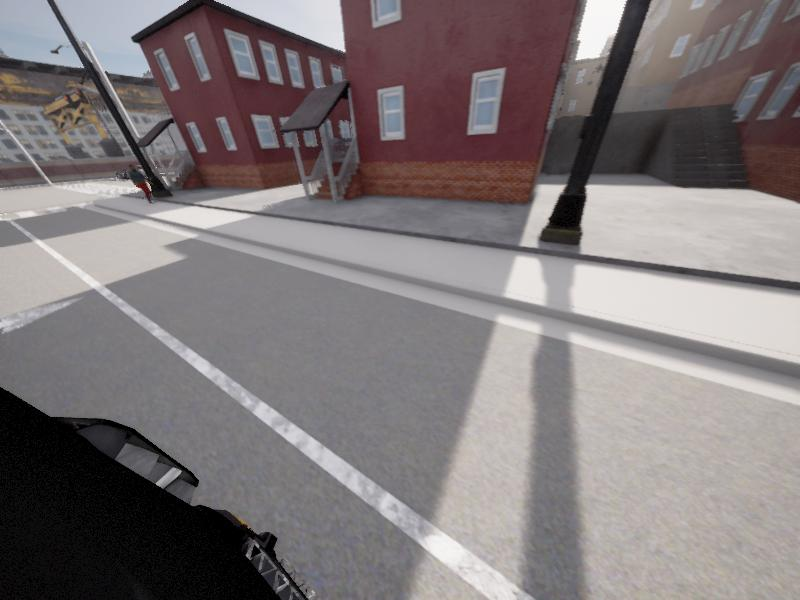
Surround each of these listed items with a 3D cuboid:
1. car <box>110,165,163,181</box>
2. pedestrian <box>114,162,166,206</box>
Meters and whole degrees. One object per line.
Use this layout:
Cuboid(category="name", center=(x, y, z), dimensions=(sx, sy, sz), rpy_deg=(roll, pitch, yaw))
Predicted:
Cuboid(category="car", center=(-33.241, -16.127, 29.268), dimensions=(1.970, 1.475, 3.806), rpy_deg=(16, 38, 26))
Cuboid(category="pedestrian", center=(-12.857, -5.739, 11.501), dimensions=(0.751, 1.860, 0.751), rpy_deg=(11, 36, 20))
